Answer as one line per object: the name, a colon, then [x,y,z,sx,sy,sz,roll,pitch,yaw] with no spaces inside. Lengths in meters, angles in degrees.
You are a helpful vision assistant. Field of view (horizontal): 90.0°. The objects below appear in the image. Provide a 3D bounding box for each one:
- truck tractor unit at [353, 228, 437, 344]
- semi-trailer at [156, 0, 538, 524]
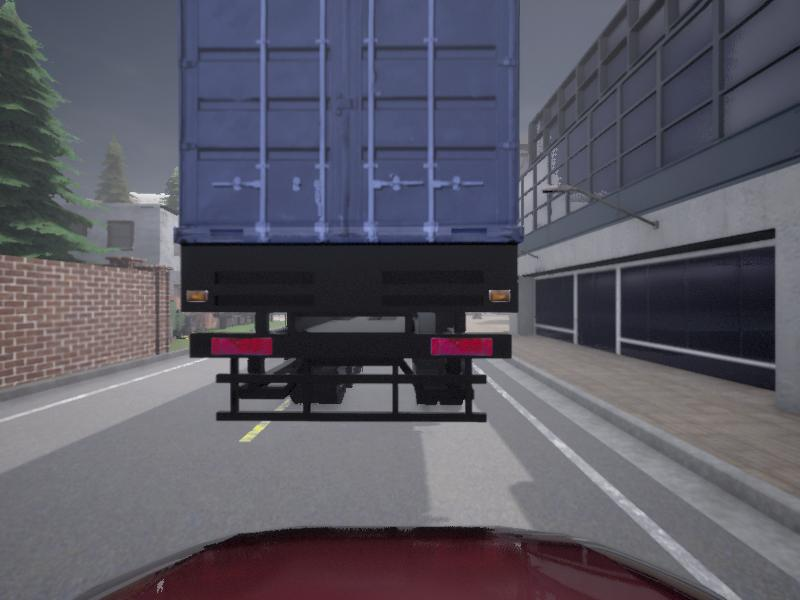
truck tractor unit: [-0.095,-0.526,17.875,3.053,4.208,6.516,0,0,2]
semi-trailer: [-0.257,-0.625,9.961,2.717,4.402,14.254,0,0,1]
